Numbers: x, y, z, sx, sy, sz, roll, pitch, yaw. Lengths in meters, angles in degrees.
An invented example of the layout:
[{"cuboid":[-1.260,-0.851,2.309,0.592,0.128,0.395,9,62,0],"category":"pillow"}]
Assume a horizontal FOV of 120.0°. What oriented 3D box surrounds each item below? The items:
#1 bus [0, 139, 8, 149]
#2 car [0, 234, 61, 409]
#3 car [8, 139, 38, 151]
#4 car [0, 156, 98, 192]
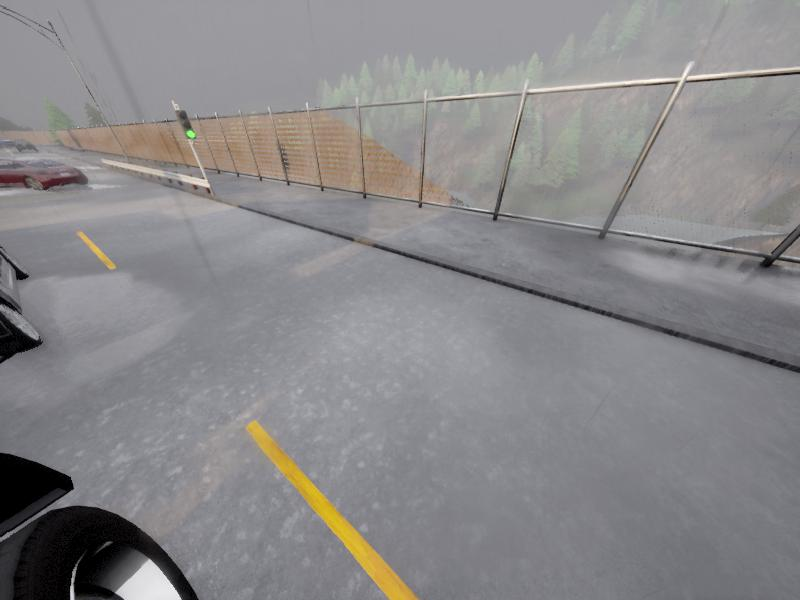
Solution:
[{"cuboid":[-83.878,-32.737,46.159,10.273,4.253,3.944,22,41,28],"category":"bus"},{"cuboid":[-6.539,-0.172,2.719,5.238,1.638,1.930,22,41,28],"category":"car"},{"cuboid":[-67.896,-27.963,41.629,4.553,1.767,2.097,22,41,28],"category":"car"},{"cuboid":[-19.067,-6.471,11.796,4.181,1.385,1.994,2,35,2],"category":"car"}]
